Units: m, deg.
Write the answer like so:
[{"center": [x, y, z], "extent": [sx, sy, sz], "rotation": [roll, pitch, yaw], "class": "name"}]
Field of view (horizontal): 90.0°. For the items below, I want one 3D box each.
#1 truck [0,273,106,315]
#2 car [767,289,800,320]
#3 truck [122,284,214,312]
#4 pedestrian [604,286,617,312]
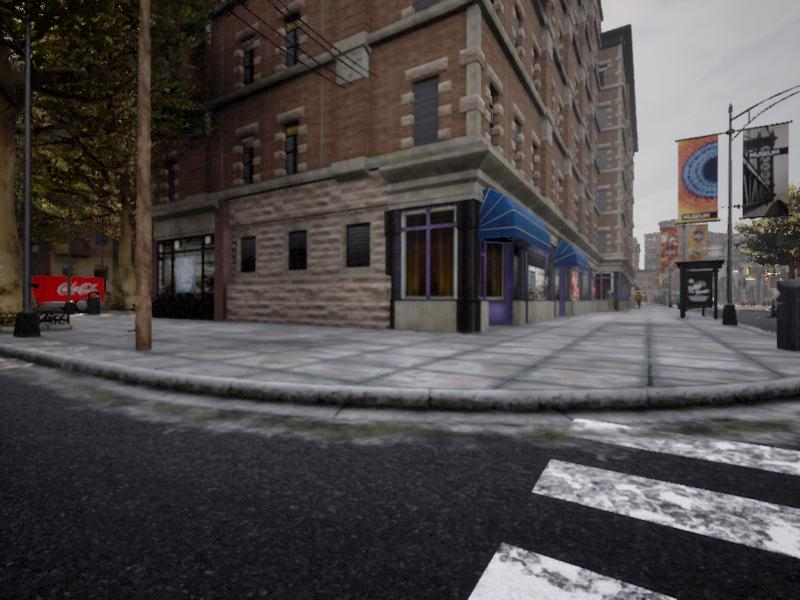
[{"center": [-23.294, -0.370, 26.819], "extent": [2.627, 2.467, 5.204], "rotation": [0, 0, 32], "class": "truck"}, {"center": [23.259, 0.262, 23.097], "extent": [2.242, 1.667, 4.611], "rotation": [0, 0, 32], "class": "car"}, {"center": [-19.191, -0.164, 33.463], "extent": [2.390, 2.098, 6.274], "rotation": [0, 0, 32], "class": "truck"}, {"center": [15.356, -0.050, 29.192], "extent": [0.751, 1.860, 0.751], "rotation": [0, 0, 35], "class": "pedestrian"}]
